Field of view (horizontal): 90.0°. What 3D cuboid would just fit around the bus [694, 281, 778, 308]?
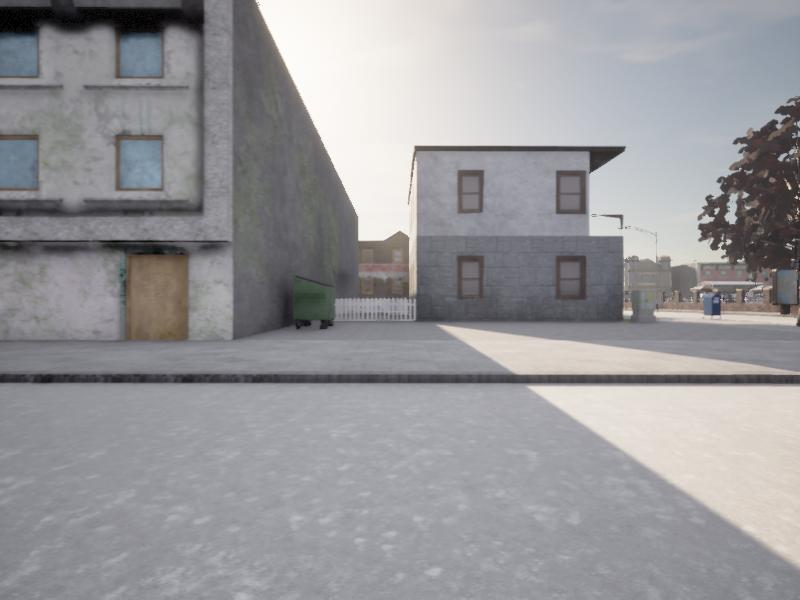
[{"bbox_3d":[54.102,-0.847,64.707,10.273,4.253,3.944,0,0,0],"label":"bus"}]

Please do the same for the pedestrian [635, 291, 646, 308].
[{"bbox_3d":[26.120,-0.032,43.438,0.751,1.860,0.751,0,0,2],"label":"pedestrian"}]
